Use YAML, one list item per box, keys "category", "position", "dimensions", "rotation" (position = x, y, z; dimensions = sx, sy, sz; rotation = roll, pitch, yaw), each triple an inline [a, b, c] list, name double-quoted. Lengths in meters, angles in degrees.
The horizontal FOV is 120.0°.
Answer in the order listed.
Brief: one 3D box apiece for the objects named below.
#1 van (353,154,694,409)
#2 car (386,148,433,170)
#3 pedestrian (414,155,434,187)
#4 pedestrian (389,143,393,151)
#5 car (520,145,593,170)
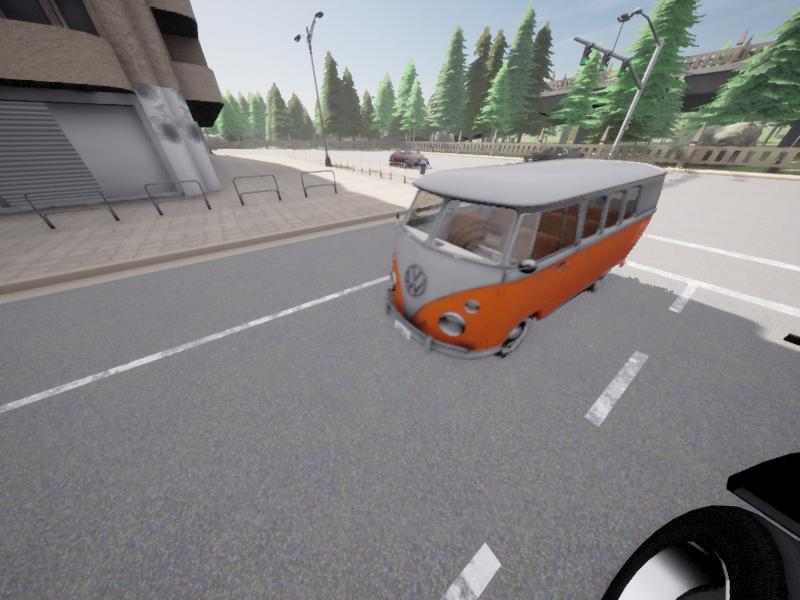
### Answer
- category: "van"
  position: [1.843, -0.865, 3.404]
  dimensions: [4.442, 1.987, 1.775]
  rotation: [-22, 41, -28]
- category: "car"
  position: [0.744, -12.533, 20.407]
  dimensions: [1.994, 1.385, 4.181]
  rotation: [-22, 40, -28]
- category: "pedestrian"
  position: [1.179, -6.472, 11.595]
  dimensions: [0.751, 1.300, 0.751]
  rotation: [13, 37, 18]
- category: "pedestrian"
  position: [-1.574, -27.997, 42.290]
  dimensions: [0.500, 1.100, 0.500]
  rotation: [-24, 42, -30]
- category: "car"
  position: [13.564, -12.675, 20.413]
  dimensions: [1.837, 1.490, 4.892]
  rotation: [-22, 41, -27]
